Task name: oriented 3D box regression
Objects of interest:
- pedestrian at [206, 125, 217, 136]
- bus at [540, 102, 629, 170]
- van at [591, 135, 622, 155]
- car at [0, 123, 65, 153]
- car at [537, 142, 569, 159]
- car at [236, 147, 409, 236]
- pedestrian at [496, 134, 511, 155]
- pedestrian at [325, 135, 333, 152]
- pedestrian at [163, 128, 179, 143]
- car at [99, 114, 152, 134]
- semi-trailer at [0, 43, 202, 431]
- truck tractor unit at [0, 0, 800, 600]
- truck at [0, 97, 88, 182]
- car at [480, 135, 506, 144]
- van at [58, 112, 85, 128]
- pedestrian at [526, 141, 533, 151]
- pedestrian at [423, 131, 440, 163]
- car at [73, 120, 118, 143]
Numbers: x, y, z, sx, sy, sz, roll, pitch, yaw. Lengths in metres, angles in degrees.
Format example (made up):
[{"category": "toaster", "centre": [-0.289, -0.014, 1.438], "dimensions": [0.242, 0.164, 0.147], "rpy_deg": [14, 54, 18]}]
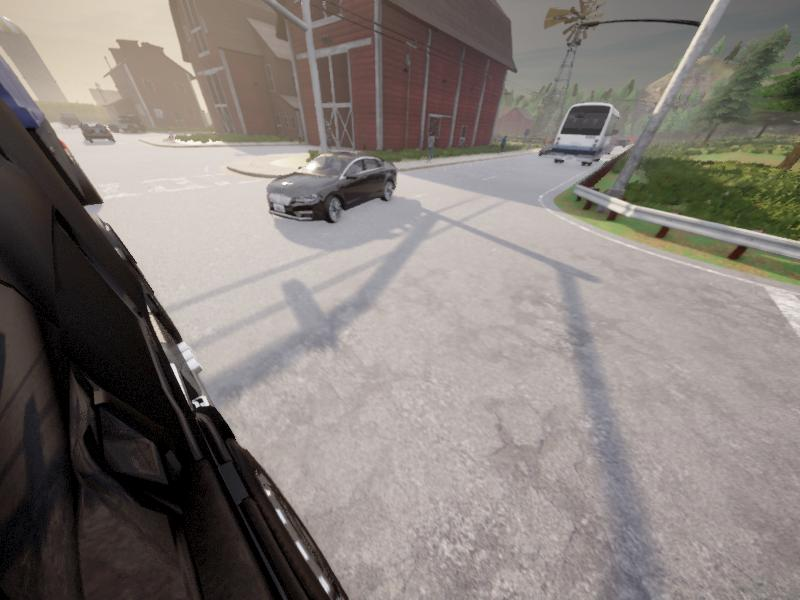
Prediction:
[{"category": "pedestrian", "centre": [-24.626, -22.140, 30.181], "dimensions": [0.500, 1.100, 0.500], "rpy_deg": [15, 39, 16]}, {"category": "bus", "centre": [17.524, -15.351, 21.734], "dimensions": [3.944, 4.253, 10.273], "rpy_deg": [29, 44, 30]}, {"category": "van", "centre": [32.481, -24.392, 36.270], "dimensions": [2.351, 2.431, 6.366], "rpy_deg": [29, 44, 30]}, {"category": "car", "centre": [-24.589, -10.855, 15.430], "dimensions": [4.181, 1.385, 1.994], "rpy_deg": [28, 44, 30]}, {"category": "car", "centre": [18.142, -17.747, 27.374], "dimensions": [1.994, 1.385, 4.181], "rpy_deg": [29, 44, 30]}, {"category": "car", "centre": [-1.807, -3.737, 7.276], "dimensions": [2.128, 1.511, 4.902], "rpy_deg": [19, 40, 21]}, {"category": "pedestrian", "centre": [11.445, -17.278, 25.620], "dimensions": [0.751, 1.860, 0.751], "rpy_deg": [-23, 44, -30]}, {"category": "pedestrian", "centre": [-5.813, -12.814, 18.960], "dimensions": [0.500, 1.100, 0.500], "rpy_deg": [-3, 37, -8]}, {"category": "pedestrian", "centre": [-21.605, -15.548, 21.813], "dimensions": [0.500, 1.100, 0.500], "rpy_deg": [11, 38, 10]}, {"category": "car", "centre": [-37.008, -23.834, 31.276], "dimensions": [3.866, 1.878, 1.905], "rpy_deg": [-1, 43, -2]}, {"category": "semi-trailer", "centre": [-8.697, -3.610, 4.222], "dimensions": [14.254, 4.402, 2.717], "rpy_deg": [28, 44, 30]}, {"category": "truck tractor unit", "centre": [-2.645, -0.295, 0.351], "dimensions": [6.516, 4.208, 3.053], "rpy_deg": [28, 44, 30]}, {"category": "truck", "centre": [-16.108, -6.774, 9.601], "dimensions": [5.204, 2.467, 2.627], "rpy_deg": [28, 44, 30]}, {"category": "car", "centre": [20.710, -35.920, 51.711], "dimensions": [4.792, 1.488, 2.163], "rpy_deg": [28, 44, 30]}, {"category": "van", "centre": [-56.223, -30.749, 39.481], "dimensions": [4.442, 1.987, 1.775], "rpy_deg": [28, 44, 30]}, {"category": "pedestrian", "centre": [18.126, -21.483, 32.292], "dimensions": [0.500, 1.100, 0.500], "rpy_deg": [15, 39, 16]}, {"category": "pedestrian", "centre": [2.261, -11.126, 16.825], "dimensions": [0.751, 1.860, 0.751], "rpy_deg": [-29, 47, -35]}, {"category": "car", "centre": [-28.171, -15.584, 21.364], "dimensions": [3.705, 1.549, 1.789], "rpy_deg": [28, 44, 30]}]
